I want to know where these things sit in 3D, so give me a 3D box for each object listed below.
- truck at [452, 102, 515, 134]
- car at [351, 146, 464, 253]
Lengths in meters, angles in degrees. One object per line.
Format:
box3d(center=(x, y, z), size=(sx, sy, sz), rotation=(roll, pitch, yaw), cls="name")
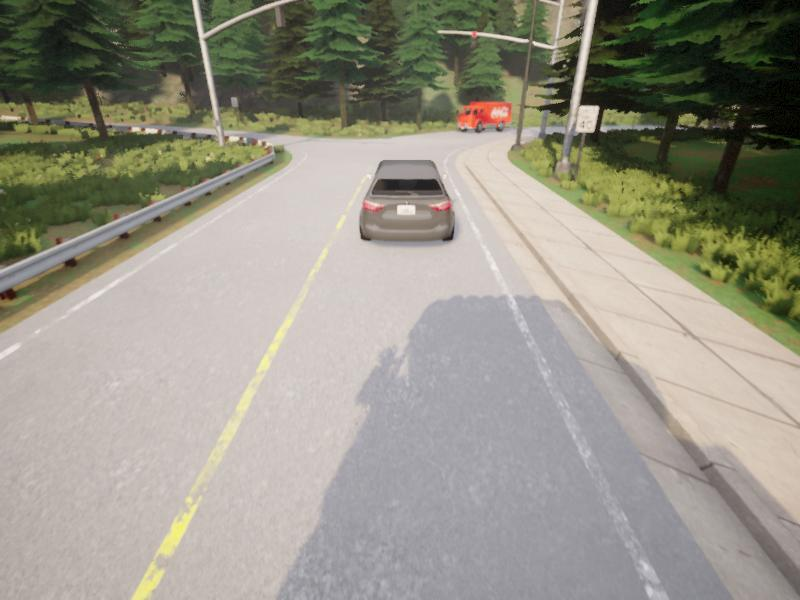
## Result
box3d(center=(7.561, -16.636, 36.399), size=(5.204, 2.467, 2.627), rotation=(-20, 33, -33), cls="truck")
box3d(center=(0.178, -2.815, 10.308), size=(2.242, 1.667, 4.611), rotation=(0, 27, 1), cls="car")
